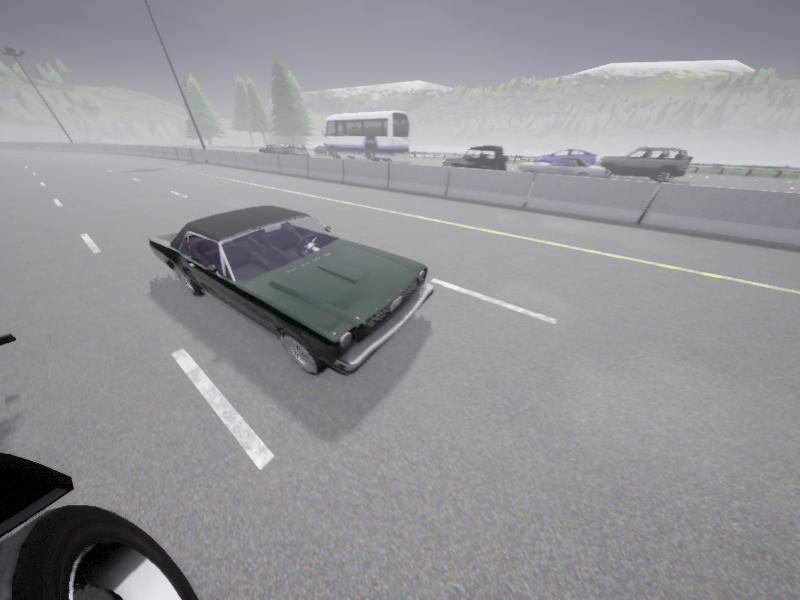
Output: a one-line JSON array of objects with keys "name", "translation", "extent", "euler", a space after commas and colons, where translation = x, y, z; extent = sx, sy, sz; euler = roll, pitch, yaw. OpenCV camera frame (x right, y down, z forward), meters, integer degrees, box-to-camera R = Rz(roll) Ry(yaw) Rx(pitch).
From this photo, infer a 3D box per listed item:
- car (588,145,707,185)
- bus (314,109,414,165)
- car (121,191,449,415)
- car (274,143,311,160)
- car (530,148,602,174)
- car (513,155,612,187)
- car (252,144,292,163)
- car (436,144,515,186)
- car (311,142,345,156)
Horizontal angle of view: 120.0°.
[{"name": "car", "translation": [15.239, -8.710, 14.741], "extent": [4.605, 1.855, 1.932], "euler": [22, 41, 28]}, {"name": "bus", "translation": [-3.969, -17.603, 25.114], "extent": [10.273, 4.253, 3.944], "euler": [23, 41, 28]}, {"name": "car", "translation": [-1.893, -0.598, 3.610], "extent": [4.718, 1.301, 1.895], "euler": [21, 40, 26]}, {"name": "car", "translation": [-12.802, -17.805, 27.615], "extent": [3.988, 1.617, 1.851], "euler": [23, 41, 28]}, {"name": "car", "translation": [13.708, -11.689, 19.254], "extent": [4.514, 1.525, 2.007], "euler": [23, 41, 28]}, {"name": "car", "translation": [9.950, -8.196, 14.473], "extent": [4.718, 1.301, 1.895], "euler": [23, 41, 28]}, {"name": "car", "translation": [-13.592, -15.629, 24.573], "extent": [3.705, 1.549, 1.789], "euler": [23, 41, 28]}, {"name": "car", "translation": [4.445, -8.251, 13.988], "extent": [3.866, 1.878, 1.905], "euler": [23, 41, 28]}, {"name": "car", "translation": [-10.299, -21.677, 33.191], "extent": [4.514, 1.525, 2.007], "euler": [22, 41, 28]}]
